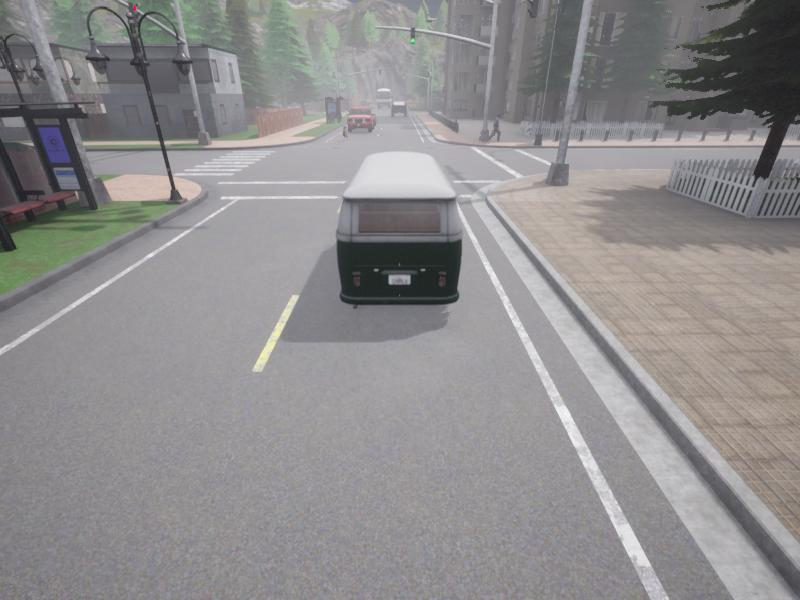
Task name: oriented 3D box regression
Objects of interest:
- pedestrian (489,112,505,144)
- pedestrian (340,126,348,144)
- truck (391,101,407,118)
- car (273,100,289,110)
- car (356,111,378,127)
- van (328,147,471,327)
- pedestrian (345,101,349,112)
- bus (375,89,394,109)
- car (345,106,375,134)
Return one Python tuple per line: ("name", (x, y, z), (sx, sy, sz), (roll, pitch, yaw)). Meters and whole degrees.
("pedestrian", (6.332, -11.282, 26.207), (0.751, 1.860, 0.751), (1, 27, 2))
("pedestrian", (-3.864, -11.409, 27.588), (0.500, 1.100, 0.500), (-3, 27, -6))
("truck", (-0.135, -29.556, 61.899), (2.390, 2.098, 6.274), (0, 27, 0))
("car", (-25.206, -41.432, 84.944), (1.932, 1.855, 4.605), (-1, 27, -1))
("car", (-3.595, -20.058, 44.196), (1.994, 1.385, 4.181), (0, 27, 0))
("van", (-0.013, -1.513, 7.396), (1.775, 1.987, 4.442), (0, 27, 0))
("pedestrian", (-10.195, -37.208, 76.981), (0.751, 1.860, 0.751), (-5, 28, -9))
("bus", (-3.590, -47.986, 95.442), (3.944, 4.253, 10.273), (0, 27, 0))
("car", (-3.578, -16.708, 36.928), (2.150, 2.045, 5.566), (0, 27, 0))
